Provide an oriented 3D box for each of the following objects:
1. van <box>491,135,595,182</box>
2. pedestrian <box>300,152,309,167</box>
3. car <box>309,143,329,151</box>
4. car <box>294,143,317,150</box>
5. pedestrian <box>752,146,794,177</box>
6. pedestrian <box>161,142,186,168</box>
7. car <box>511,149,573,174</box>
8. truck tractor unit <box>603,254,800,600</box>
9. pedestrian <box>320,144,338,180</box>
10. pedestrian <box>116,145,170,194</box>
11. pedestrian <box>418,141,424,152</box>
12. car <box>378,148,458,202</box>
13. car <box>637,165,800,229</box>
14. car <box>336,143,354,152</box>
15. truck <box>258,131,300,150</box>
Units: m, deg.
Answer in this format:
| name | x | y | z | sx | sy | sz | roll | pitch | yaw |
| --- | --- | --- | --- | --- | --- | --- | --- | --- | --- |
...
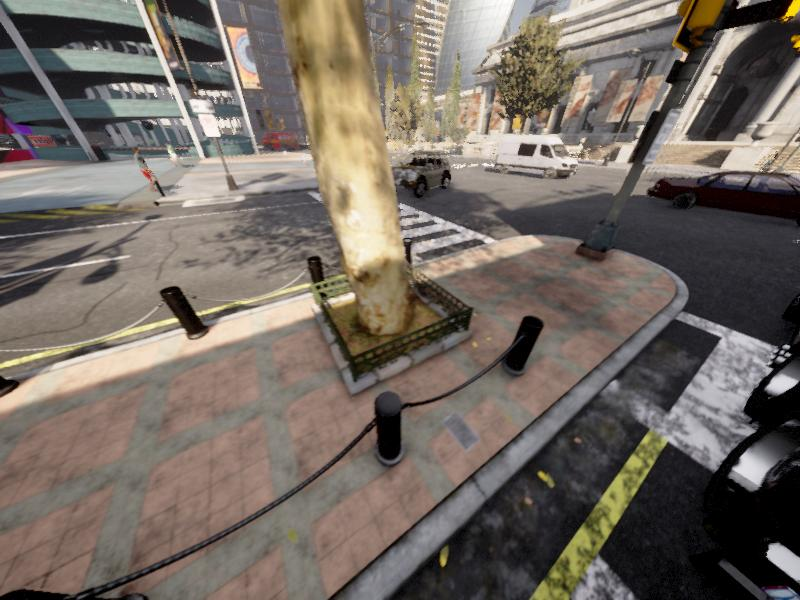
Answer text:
| name | x | y | z | sx | sy | sz | roll | pitch | yaw |
| --- | --- | --- | --- | --- | --- | --- | --- | --- | --- |
| van | 10.178 | -10.733 | 17.296 | 1.988 | 2.561 | 5.915 | -19 | 39 | -25 |
| pedestrian | -8.790 | -12.908 | 21.213 | 0.500 | 1.100 | 0.500 | -7 | 36 | -11 |
| car | -19.051 | -35.791 | 54.092 | 4.181 | 1.385 | 1.994 | 20 | 39 | 26 |
| car | -24.300 | -39.649 | 59.527 | 4.902 | 1.511 | 2.128 | 11 | 36 | 15 |
| pedestrian | 26.915 | -10.017 | 16.690 | 0.751 | 1.860 | 0.751 | -19 | 39 | -26 |
| pedestrian | -19.120 | -12.241 | 19.503 | 0.751 | 1.860 | 0.751 | 28 | 43 | 33 |
| car | 12.278 | -12.222 | 20.269 | 1.851 | 1.617 | 3.988 | -19 | 39 | -25 |
| truck tractor unit | 5.096 | -0.315 | 0.807 | 6.516 | 4.208 | 3.053 | -19 | 39 | -25 |
| pedestrian | -4.333 | -8.459 | 14.190 | 0.751 | 1.860 | 0.751 | -8 | 36 | -12 |
| pedestrian | -11.492 | -5.883 | 10.428 | 0.751 | 1.860 | 0.751 | -17 | 38 | -23 |
| pedestrian | 4.293 | -31.600 | 47.523 | 0.751 | 1.860 | 0.751 | -15 | 38 | -21 |
| car | 1.071 | -6.585 | 11.835 | 1.932 | 1.855 | 4.605 | 21 | 40 | 25 |
| car | 12.870 | -3.905 | 8.506 | 2.033 | 1.411 | 5.357 | -19 | 39 | -25 |
| car | -11.734 | -32.699 | 49.549 | 3.705 | 1.549 | 1.789 | 29 | 44 | 34 |
| truck | -29.796 | -39.530 | 57.220 | 8.468 | 3.827 | 2.891 | 7 | 35 | 10 |
